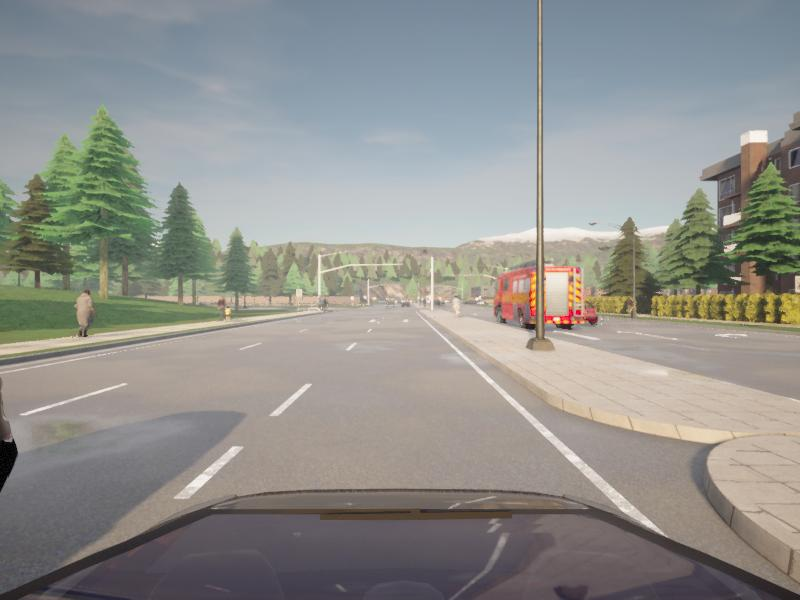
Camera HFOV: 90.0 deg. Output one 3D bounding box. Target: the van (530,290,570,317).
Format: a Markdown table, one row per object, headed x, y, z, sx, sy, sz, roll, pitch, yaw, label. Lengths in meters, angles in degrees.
| x | y | z | sx | sy | sz | roll | pitch | yaw | label |
| --- | --- | --- | --- | --- | --- | --- | --- | --- | --- |
| 15.330 | 0.355 | 41.248 | 1.988 | 2.561 | 5.915 | 0 | 0 | 0 | van |

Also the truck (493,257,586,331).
| x | y | z | sx | sy | sz | roll | pitch | yaw | label |
| --- | --- | --- | --- | --- | --- | --- | --- | --- | --- |
| 8.185 | -0.301 | 24.837 | 2.891 | 3.827 | 8.468 | 0 | 0 | 0 | truck |

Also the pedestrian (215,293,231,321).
| x | y | z | sx | sy | sz | roll | pitch | yaw | label |
| --- | --- | --- | --- | --- | --- | --- | --- | --- | --- |
| -11.875 | 0.495 | 26.905 | 0.751 | 1.860 | 0.751 | 0 | 0 | 1 | pedestrian |

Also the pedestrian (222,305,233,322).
| x | y | z | sx | sy | sz | roll | pitch | yaw | label |
| --- | --- | --- | --- | --- | --- | --- | --- | --- | --- |
| -11.036 | 0.874 | 25.592 | 0.500 | 1.100 | 0.500 | 0 | 0 | 1 | pedestrian |

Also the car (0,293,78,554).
| x | y | z | sx | sy | sz | roll | pitch | yaw | label |
| --- | --- | --- | --- | --- | --- | --- | --- | --- | --- |
| -3.531 | 0.779 | 0.704 | 2.033 | 1.649 | 4.856 | 0 | 0 | 0 | car |

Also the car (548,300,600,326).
| x | y | z | sx | sy | sz | roll | pitch | yaw | label |
| --- | --- | --- | --- | --- | --- | --- | --- | --- | --- |
| 11.617 | 0.809 | 26.945 | 1.851 | 1.617 | 3.988 | 0 | 0 | 2 | car |

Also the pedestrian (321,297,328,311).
| x | y | z | sx | sy | sz | roll | pitch | yaw | label |
| --- | --- | --- | --- | --- | --- | --- | --- | --- | --- |
| -9.719 | 0.514 | 51.611 | 0.751 | 1.860 | 0.751 | 0 | 0 | 11 | pedestrian |

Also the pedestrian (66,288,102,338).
| x | y | z | sx | sy | sz | roll | pitch | yaw | label |
| --- | --- | --- | --- | --- | --- | --- | --- | --- | --- |
| -11.958 | 0.486 | 15.141 | 0.751 | 1.860 | 0.751 | 0 | 0 | 3 | pedestrian |

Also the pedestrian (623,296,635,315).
| x | y | z | sx | sy | sz | roll | pitch | yaw | label |
| --- | --- | --- | --- | --- | --- | --- | --- | --- | --- |
| 22.358 | 0.516 | 39.073 | 0.751 | 1.860 | 0.751 | 0 | 0 | 8 | pedestrian |

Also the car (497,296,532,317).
| x | y | z | sx | sy | sz | roll | pitch | yaw | label |
| --- | --- | --- | --- | --- | --- | --- | --- | --- | --- |
| 11.827 | 0.602 | 41.803 | 2.150 | 2.045 | 5.566 | 0 | 0 | 1 | car |

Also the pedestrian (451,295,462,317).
| x | y | z | sx | sy | sz | roll | pitch | yaw | label |
| --- | --- | --- | --- | --- | --- | --- | --- | --- | --- |
| 4.762 | 0.512 | 33.633 | 0.751 | 1.860 | 0.751 | 0 | 0 | -5 | pedestrian |
